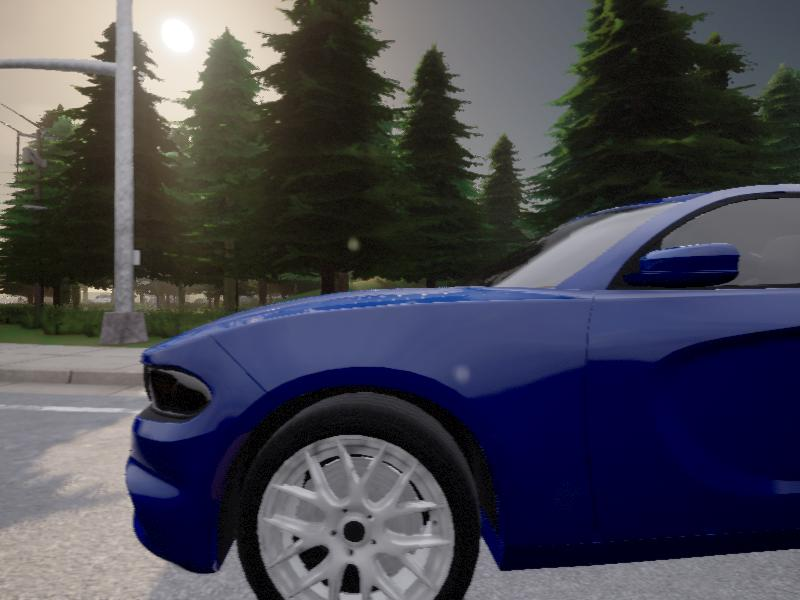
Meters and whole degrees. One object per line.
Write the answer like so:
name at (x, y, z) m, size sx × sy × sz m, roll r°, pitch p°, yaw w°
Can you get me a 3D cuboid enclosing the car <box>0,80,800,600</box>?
car at (1.405, 0.225, 2.175) m, size 5.008 × 1.535 × 1.882 m, roll 0°, pitch 0°, yaw -6°
